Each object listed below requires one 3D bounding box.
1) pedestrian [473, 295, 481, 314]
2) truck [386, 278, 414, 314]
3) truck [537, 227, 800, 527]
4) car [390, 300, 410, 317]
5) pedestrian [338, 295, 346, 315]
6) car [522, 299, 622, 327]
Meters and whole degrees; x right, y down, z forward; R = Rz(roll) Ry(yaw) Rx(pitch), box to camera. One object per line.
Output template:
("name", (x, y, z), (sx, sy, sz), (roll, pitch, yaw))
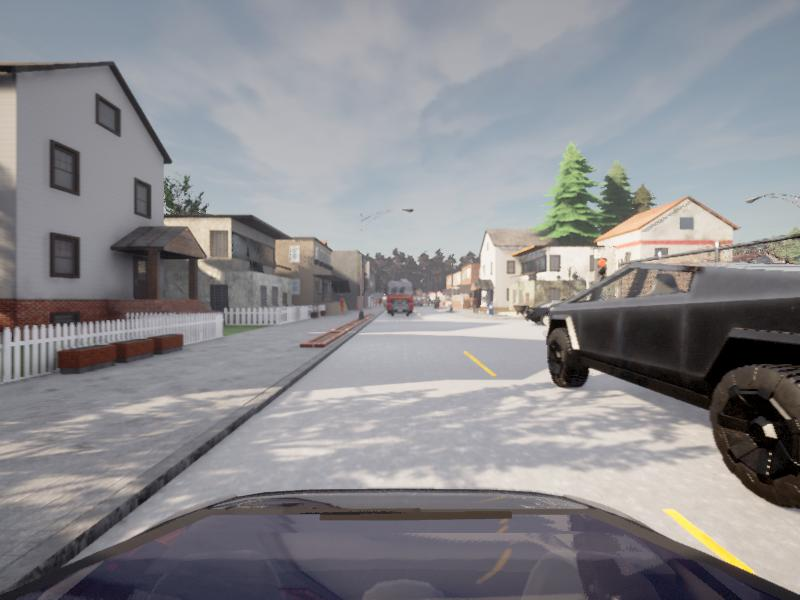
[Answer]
("pedestrian", (7.827, 0.470, 40.840), (0.751, 1.860, 0.751), (0, 0, 9))
("truck", (0.003, -0.382, 46.736), (2.891, 3.827, 8.468), (0, 0, 0))
("truck", (3.993, 0.535, 5.063), (2.390, 2.098, 6.274), (0, 0, 0))
("car", (0.016, 0.764, 38.460), (1.789, 1.549, 3.705), (0, 0, 0))
("pedestrian", (-5.694, 0.481, 39.279), (0.751, 1.860, 0.751), (0, 0, 0))
("car", (10.268, 0.739, 24.209), (5.238, 1.638, 1.930), (0, 0, 5))
